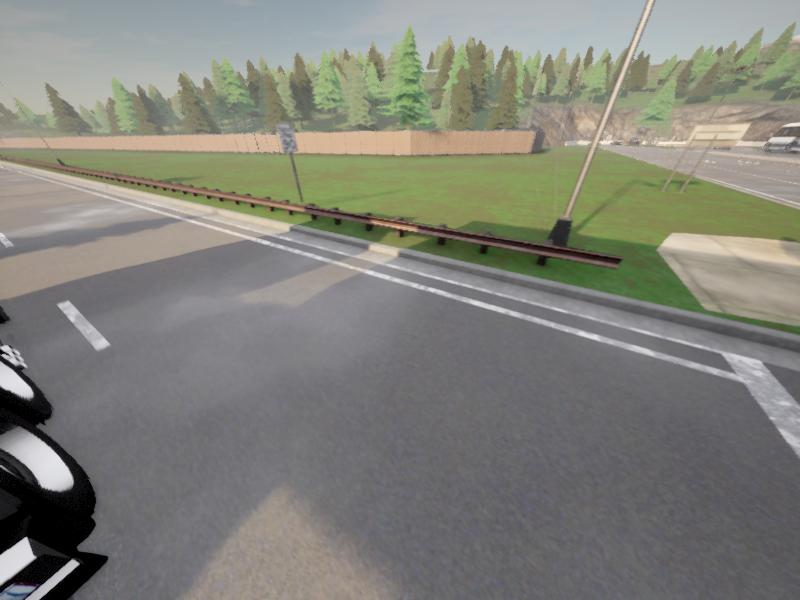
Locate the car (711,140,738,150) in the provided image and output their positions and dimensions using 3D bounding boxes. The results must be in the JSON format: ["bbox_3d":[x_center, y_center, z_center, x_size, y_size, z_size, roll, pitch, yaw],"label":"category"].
[{"bbox_3d":[69.748,-33.416,49.749,1.905,1.878,3.866,21,40,27],"label":"car"}]

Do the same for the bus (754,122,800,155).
[{"bbox_3d":[64.798,-26.102,37.221,3.944,4.253,10.273,18,39,25],"label":"bus"}]

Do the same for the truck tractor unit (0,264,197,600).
[{"bbox_3d":[-5.111,-0.301,0.781,6.516,4.208,3.053,18,39,24],"label":"truck tractor unit"}]
